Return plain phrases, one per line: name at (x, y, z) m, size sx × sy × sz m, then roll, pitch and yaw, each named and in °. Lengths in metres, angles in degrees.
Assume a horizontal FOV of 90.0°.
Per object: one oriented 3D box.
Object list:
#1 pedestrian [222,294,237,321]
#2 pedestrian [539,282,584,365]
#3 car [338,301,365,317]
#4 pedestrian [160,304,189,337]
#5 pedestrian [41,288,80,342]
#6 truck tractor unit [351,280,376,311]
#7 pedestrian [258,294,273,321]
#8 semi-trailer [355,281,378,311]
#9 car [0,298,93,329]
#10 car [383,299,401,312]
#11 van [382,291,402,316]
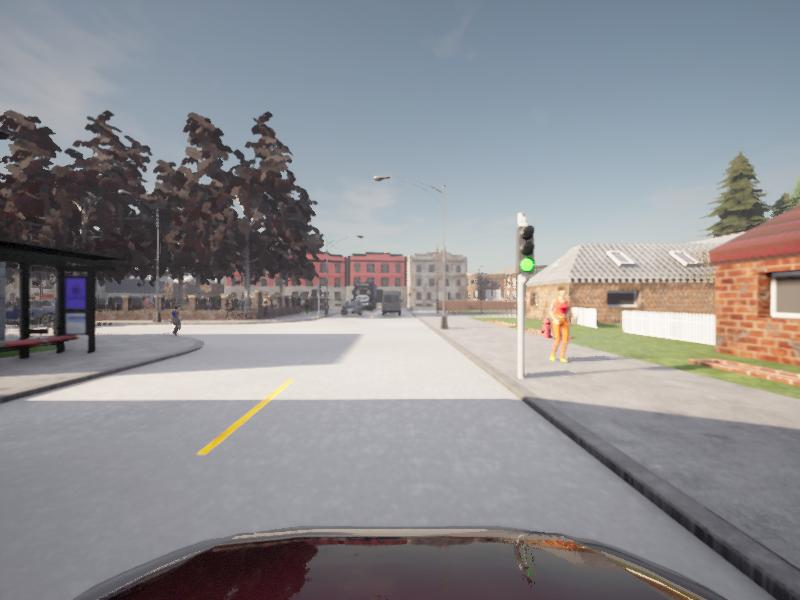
pedestrian at (-12.163, 0.523, 28.590) m, size 0.751 × 1.860 × 0.751 m, roll 0°, pitch 0°, yaw -3°
pedestrian at (3.764, 0.529, 9.358) m, size 0.751 × 1.860 × 0.751 m, roll 0°, pitch 0°, yaw -1°
car at (-4.679, 0.820, 39.311) m, size 2.128 × 1.511 × 4.902 m, roll 0°, pitch 0°, yaw -2°
pedestrian at (-9.164, 0.798, 16.287) m, size 0.751 × 1.300 × 0.751 m, roll 0°, pitch 0°, yaw 6°
pedestrian at (-12.156, 0.520, 14.335) m, size 0.751 × 1.860 × 0.751 m, roll 0°, pitch 0°, yaw 12°
truck tractor unit at (-5.136, -0.547, 57.476) m, size 3.053 × 4.208 × 6.516 m, roll 0°, pitch 0°, yaw -1°
pedestrian at (-9.691, 0.522, 28.869) m, size 0.751 × 1.860 × 0.751 m, roll 0°, pitch 0°, yaw 37°
semi-trailer at (-5.283, -0.644, 65.384) m, size 2.717 × 4.402 × 14.254 m, roll 0°, pitch 0°, yaw -1°
car at (-21.398, 0.766, 23.595) m, size 4.856 × 1.649 × 2.033 m, roll -1°, pitch 0°, yaw -3°
car at (-1.049, 0.731, 54.669) m, size 2.242 × 1.667 × 4.611 m, roll 0°, pitch 0°, yaw 1°
van at (-0.849, 0.305, 43.507) m, size 1.988 × 2.561 × 5.915 m, roll 0°, pitch 0°, yaw 1°
